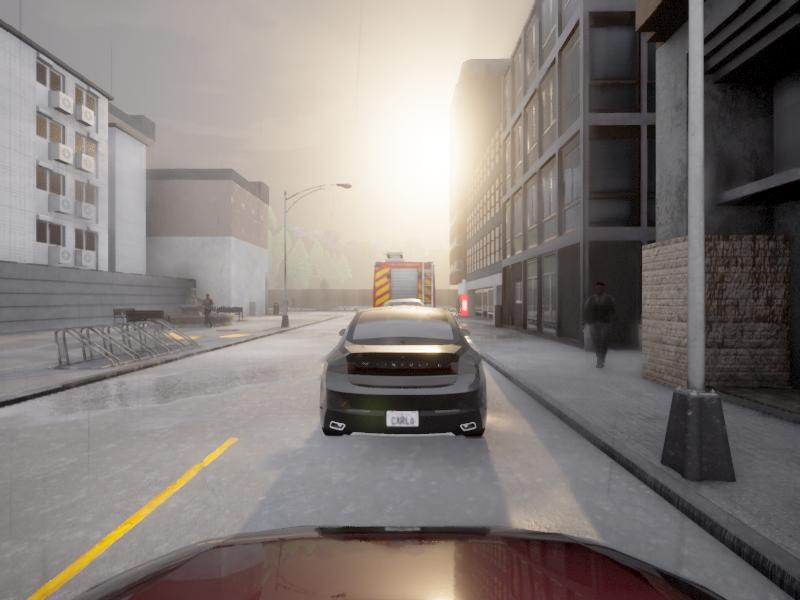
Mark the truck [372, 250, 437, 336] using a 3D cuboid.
[{"bbox_3d":[0.248,-0.321,22.112,2.891,3.827,8.468,0,0,1],"label":"truck"}]

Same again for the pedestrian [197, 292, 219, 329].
[{"bbox_3d":[-9.725,0.533,20.269,0.751,1.860,0.751,0,0,0],"label":"pedestrian"}]

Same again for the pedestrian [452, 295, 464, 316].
[{"bbox_3d":[5.244,0.525,36.012,0.751,1.860,0.751,0,0,-25],"label":"pedestrian"}]

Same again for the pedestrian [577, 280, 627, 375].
[{"bbox_3d":[4.214,0.533,8.355,0.751,1.860,0.751,0,0,44],"label":"pedestrian"}]

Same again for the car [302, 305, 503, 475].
[{"bbox_3d":[0.063,0.845,6.103,1.837,1.490,4.892,0,0,1],"label":"car"}]

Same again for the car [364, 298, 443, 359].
[{"bbox_3d":[0.140,0.781,13.363,2.152,1.651,5.027,0,0,1],"label":"car"}]

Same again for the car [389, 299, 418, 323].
[{"bbox_3d":[0.308,0.778,30.924,2.033,1.649,4.856,0,0,1],"label":"car"}]
